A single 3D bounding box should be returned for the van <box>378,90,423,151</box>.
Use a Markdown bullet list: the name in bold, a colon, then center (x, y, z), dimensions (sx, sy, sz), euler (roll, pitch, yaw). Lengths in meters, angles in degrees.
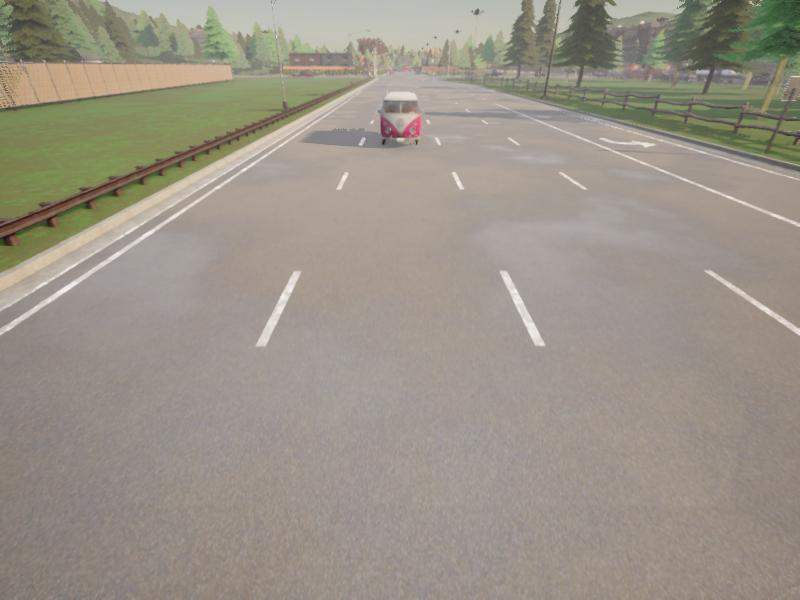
- **van**: center (0.016, -8.210, 18.031), dimensions (1.775, 1.987, 4.442), euler (0, 31, 0)
